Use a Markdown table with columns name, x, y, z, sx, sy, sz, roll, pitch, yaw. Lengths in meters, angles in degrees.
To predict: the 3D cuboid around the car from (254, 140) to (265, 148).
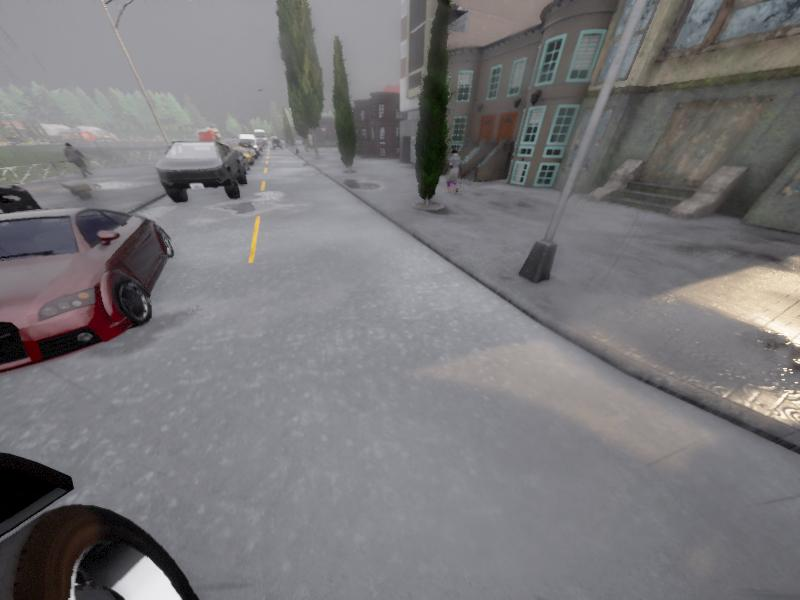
| name | x | y | z | sx | sy | sz | roll | pitch | yaw |
| --- | --- | --- | --- | --- | --- | --- | --- | --- | --- |
| car | -37.412 | -41.759 | 61.759 | 2.033 | 1.649 | 4.856 | -14 | 38 | -20 |

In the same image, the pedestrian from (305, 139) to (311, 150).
| name | x | y | z | sx | sy | sz | roll | pitch | yaw |
| --- | --- | --- | --- | --- | --- | --- | --- | --- | --- |
| pedestrian | -20.263 | -34.402 | 51.077 | 0.751 | 1.860 | 0.751 | -6 | 35 | -9 |

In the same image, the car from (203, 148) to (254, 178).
| name | x | y | z | sx | sy | sz | roll | pitch | yaw |
| --- | --- | --- | --- | --- | --- | --- | --- | --- | --- |
| car | -12.546 | -10.351 | 17.276 | 2.128 | 1.511 | 4.902 | -14 | 38 | -20 |

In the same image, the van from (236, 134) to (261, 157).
| name | x | y | z | sx | sy | sz | roll | pitch | yaw |
| --- | --- | --- | --- | --- | --- | --- | --- | --- | --- |
| van | -21.856 | -22.511 | 33.650 | 1.988 | 2.561 | 5.915 | -14 | 38 | -20 |

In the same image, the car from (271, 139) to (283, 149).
| name | x | y | z | sx | sy | sz | roll | pitch | yaw |
| --- | --- | --- | --- | --- | --- | --- | --- | --- | --- |
| car | -30.113 | -38.167 | 56.523 | 1.905 | 1.878 | 3.866 | -14 | 38 | -20 |

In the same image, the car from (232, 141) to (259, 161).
| name | x | y | z | sx | sy | sz | roll | pitch | yaw |
| --- | --- | --- | --- | --- | --- | --- | --- | --- | --- |
| car | -18.724 | -18.294 | 28.237 | 1.932 | 1.855 | 4.605 | -14 | 38 | -20 |

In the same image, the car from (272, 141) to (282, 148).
| name | x | y | z | sx | sy | sz | roll | pitch | yaw |
| --- | --- | --- | --- | --- | --- | --- | --- | --- | --- |
| car | -33.728 | -42.524 | 63.125 | 1.970 | 1.475 | 3.806 | -14 | 38 | -20 |

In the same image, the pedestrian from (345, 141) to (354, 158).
| name | x | y | z | sx | sy | sz | roll | pitch | yaw |
| --- | --- | --- | --- | --- | --- | --- | --- | --- | --- |
| pedestrian | -6.804 | -20.231 | 30.984 | 0.751 | 1.860 | 0.751 | -17 | 39 | -23 |

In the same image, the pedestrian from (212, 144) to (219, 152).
| name | x | y | z | sx | sy | sz | roll | pitch | yaw |
| --- | --- | --- | --- | --- | --- | --- | --- | --- | --- |
| pedestrian | -31.250 | -25.656 | 39.056 | 0.500 | 1.100 | 0.500 | 29 | 44 | 35 |

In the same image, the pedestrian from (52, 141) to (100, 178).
| name | x | y | z | sx | sy | sz | roll | pitch | yaw |
| --- | --- | --- | --- | --- | --- | --- | --- | --- | --- |
| pedestrian | -19.917 | -8.674 | 14.274 | 0.751 | 1.860 | 0.751 | -14 | 38 | -20 |

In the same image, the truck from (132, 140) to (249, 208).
| name | x | y | z | sx | sy | sz | roll | pitch | yaw |
| --- | --- | --- | --- | --- | --- | --- | --- | --- | --- |
| truck | -9.162 | -6.329 | 11.054 | 2.390 | 2.098 | 6.274 | -14 | 38 | -20 |

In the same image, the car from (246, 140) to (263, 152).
| name | x | y | z | sx | sy | sz | roll | pitch | yaw |
| --- | --- | --- | --- | --- | --- | --- | --- | --- | --- |
| car | -27.372 | -29.162 | 43.742 | 2.097 | 1.767 | 4.553 | -14 | 38 | -20 |

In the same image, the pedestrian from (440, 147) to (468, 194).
| name | x | y | z | sx | sy | sz | roll | pitch | yaw |
| --- | --- | --- | --- | --- | --- | --- | --- | --- | --- |
| pedestrian | 2.501 | -6.105 | 10.897 | 0.751 | 1.860 | 0.751 | -15 | 38 | -21 |

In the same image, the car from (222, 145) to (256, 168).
| name | x | y | z | sx | sy | sz | roll | pitch | yaw |
| --- | --- | --- | --- | --- | --- | --- | --- | --- | --- |
| car | -15.449 | -14.042 | 22.458 | 1.801 | 1.575 | 5.366 | -14 | 38 | -20 |

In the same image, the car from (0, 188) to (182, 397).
| name | x | y | z | sx | sy | sz | roll | pitch | yaw |
| --- | --- | --- | --- | --- | --- | --- | --- | --- | --- |
| car | -5.247 | -0.573 | 3.534 | 1.994 | 1.385 | 4.181 | -19 | 39 | -26 |

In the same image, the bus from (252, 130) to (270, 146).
| name | x | y | z | sx | sy | sz | roll | pitch | yaw |
| --- | --- | --- | --- | --- | --- | --- | --- | --- | --- |
| bus | -47.667 | -55.937 | 79.626 | 3.944 | 4.253 | 10.273 | -14 | 38 | -20 |
